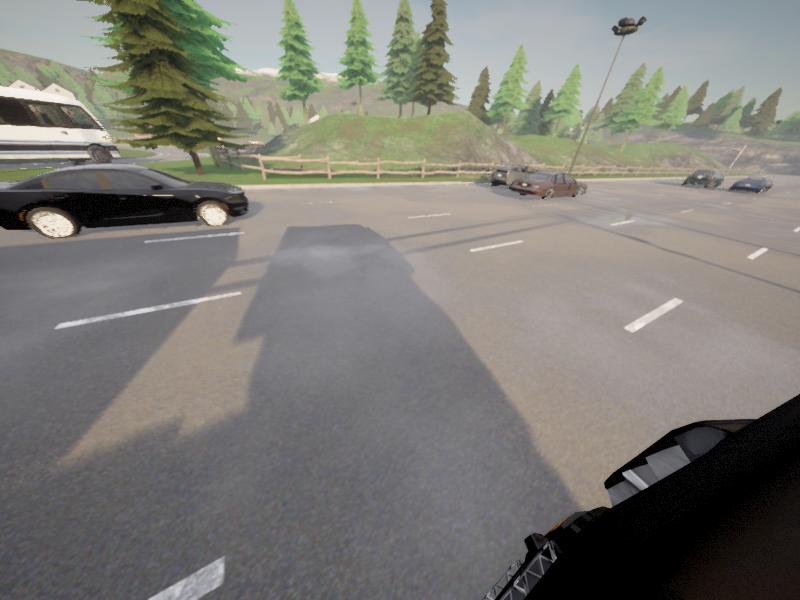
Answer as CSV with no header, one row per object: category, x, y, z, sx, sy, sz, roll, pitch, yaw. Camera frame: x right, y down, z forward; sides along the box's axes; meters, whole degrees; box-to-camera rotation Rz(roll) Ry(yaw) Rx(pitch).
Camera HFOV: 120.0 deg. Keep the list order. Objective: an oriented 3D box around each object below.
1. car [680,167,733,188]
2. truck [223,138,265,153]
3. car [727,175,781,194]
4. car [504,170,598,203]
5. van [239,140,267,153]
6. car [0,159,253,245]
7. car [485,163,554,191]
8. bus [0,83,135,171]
car,33.854,-13.539,25.528,4.553,1.767,2.097,-14,37,-24
truck,-30.087,-29.793,44.713,6.274,2.098,2.390,-14,37,-24
car,35.101,-11.498,22.927,4.181,1.385,1.994,-14,37,-24
car,9.229,-7.044,14.103,5.357,1.411,2.033,-14,37,-24
van,-30.422,-31.845,47.891,4.442,1.987,1.775,-14,37,-24
car,-7.177,-2.888,6.378,5.008,1.535,1.882,-15,37,-24
car,8.872,-9.196,17.207,4.514,1.525,2.007,-14,37,-24
bus,-25.223,-10.724,14.320,3.944,4.253,10.273,10,34,10
